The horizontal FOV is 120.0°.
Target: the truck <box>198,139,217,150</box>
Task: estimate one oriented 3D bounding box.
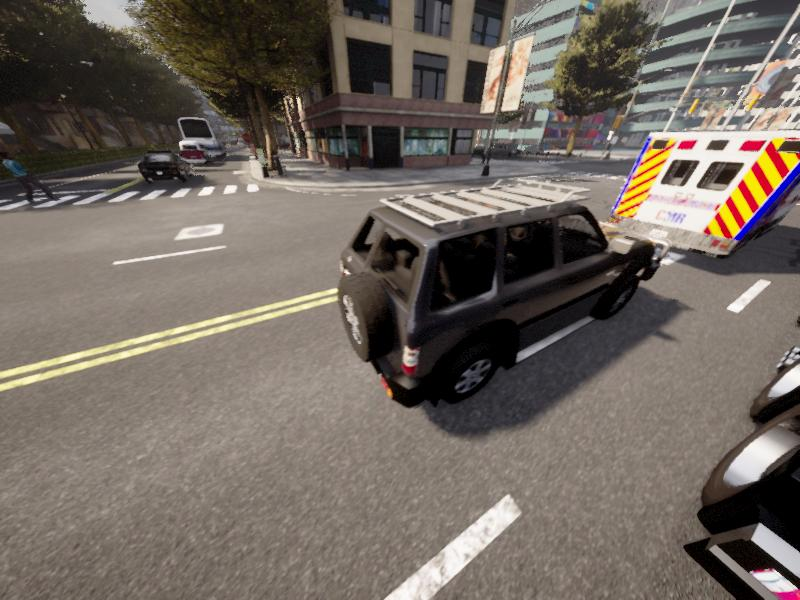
[{"bbox_3d":[-45.971,-37.328,55.358,2.390,2.098,6.274,-17,38,-23],"label":"truck"}]

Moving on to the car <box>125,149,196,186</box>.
[{"bbox_3d":[-15.085,-8.725,14.958,1.930,1.638,5.238,-18,39,-25],"label":"car"}]

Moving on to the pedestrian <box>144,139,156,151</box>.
[{"bbox_3d":[-49.376,-30.655,45.647,0.751,1.860,0.751,-18,39,-24],"label":"pedestrian"}]

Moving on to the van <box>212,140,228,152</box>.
[{"bbox_3d":[-36.153,-31.065,46.543,1.775,1.987,4.442,-17,38,-23],"label":"van"}]

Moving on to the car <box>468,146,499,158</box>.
[{"bbox_3d":[13.401,-23.991,37.296,1.812,1.442,4.674,-17,38,-23],"label":"car"}]

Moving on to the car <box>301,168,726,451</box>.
[{"bbox_3d":[1.456,-0.522,3.116,4.605,1.855,1.932,-17,38,-23],"label":"car"}]

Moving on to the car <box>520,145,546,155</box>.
[{"bbox_3d":[25.637,-29.036,44.571,1.845,1.501,3.633,-17,39,-23],"label":"car"}]

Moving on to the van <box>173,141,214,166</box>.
[{"bbox_3d":[-21.194,-15.282,23.969,2.069,2.038,4.480,-17,38,-23],"label":"van"}]

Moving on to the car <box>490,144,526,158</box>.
[{"bbox_3d":[17.335,-24.068,37.242,2.242,1.667,4.611,-17,38,-23],"label":"car"}]

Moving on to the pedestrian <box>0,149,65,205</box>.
[{"bbox_3d":[-14.901,-4.875,9.198,0.751,1.860,0.751,-11,37,-16],"label":"pedestrian"}]

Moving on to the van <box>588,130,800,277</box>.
[{"bbox_3d":[8.607,-2.905,6.119,6.366,2.431,2.351,-17,38,-23],"label":"van"}]

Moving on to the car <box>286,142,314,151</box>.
[{"bbox_3d":[-23.075,-35.463,53.332,5.366,1.575,1.801,-18,39,-24],"label":"car"}]

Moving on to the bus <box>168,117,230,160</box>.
[{"bbox_3d":[-26.955,-22.131,31.820,3.944,4.253,10.273,-17,38,-23],"label":"bus"}]

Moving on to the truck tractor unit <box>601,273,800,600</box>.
[{"bbox_3d":[5.125,-0.288,0.759,6.516,4.208,3.053,-18,39,-23],"label":"truck tractor unit"}]
